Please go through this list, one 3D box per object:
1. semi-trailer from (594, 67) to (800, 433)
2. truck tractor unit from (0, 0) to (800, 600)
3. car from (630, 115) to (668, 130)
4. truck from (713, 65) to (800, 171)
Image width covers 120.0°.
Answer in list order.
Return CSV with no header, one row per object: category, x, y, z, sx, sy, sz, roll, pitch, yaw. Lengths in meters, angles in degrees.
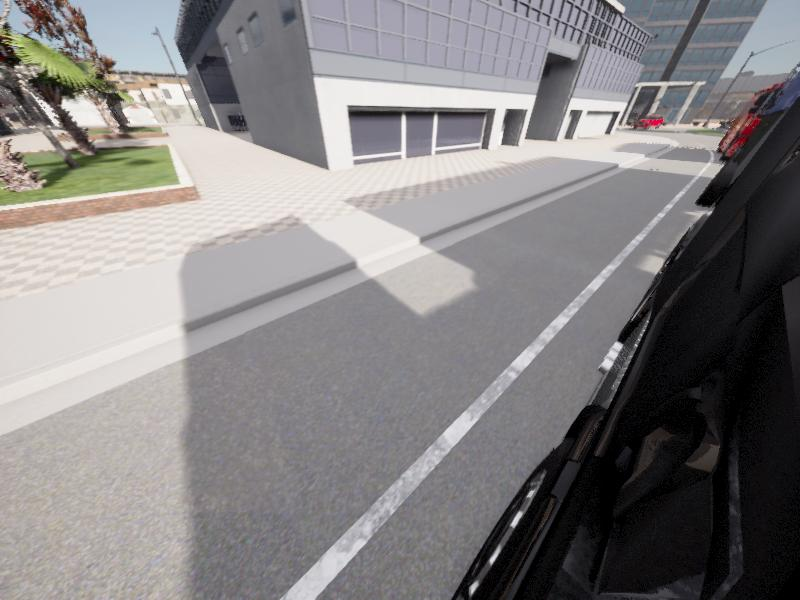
semi-trailer,8.804,-3.500,4.165,14.254,4.402,2.717,-27,48,-30
truck tractor unit,2.645,-0.295,0.351,6.516,4.208,3.053,-28,43,-30
car,44.484,-31.737,41.313,5.566,2.045,2.150,-17,41,-20
truck,21.367,-10.113,12.932,8.468,3.827,2.891,-32,48,-33
